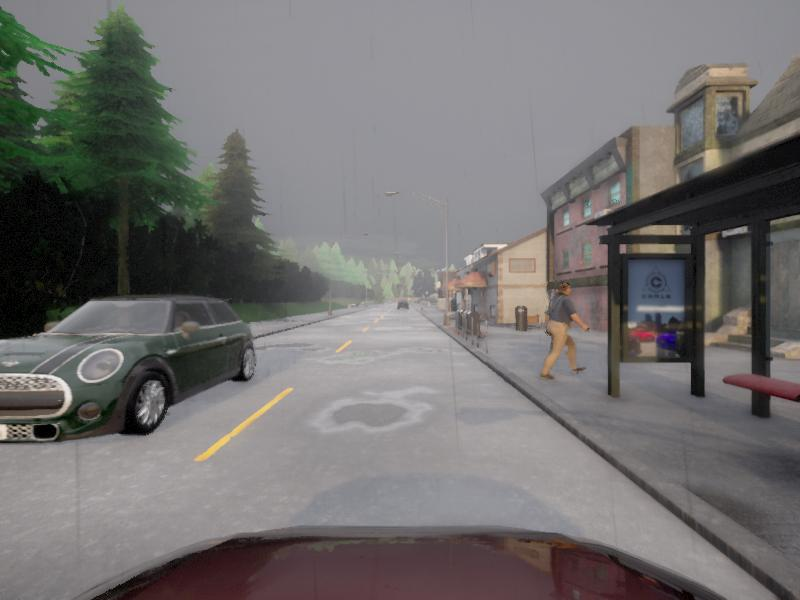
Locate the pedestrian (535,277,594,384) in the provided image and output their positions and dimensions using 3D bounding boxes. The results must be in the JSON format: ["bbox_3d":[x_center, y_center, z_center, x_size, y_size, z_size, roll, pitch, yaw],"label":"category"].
[{"bbox_3d":[2.996,0.533,7.359,0.751,1.860,0.751,0,0,-4],"label":"pedestrian"}]

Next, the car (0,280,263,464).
[{"bbox_3d":[-3.951,0.695,6.134,2.097,1.767,4.553,0,0,0],"label":"car"}]
